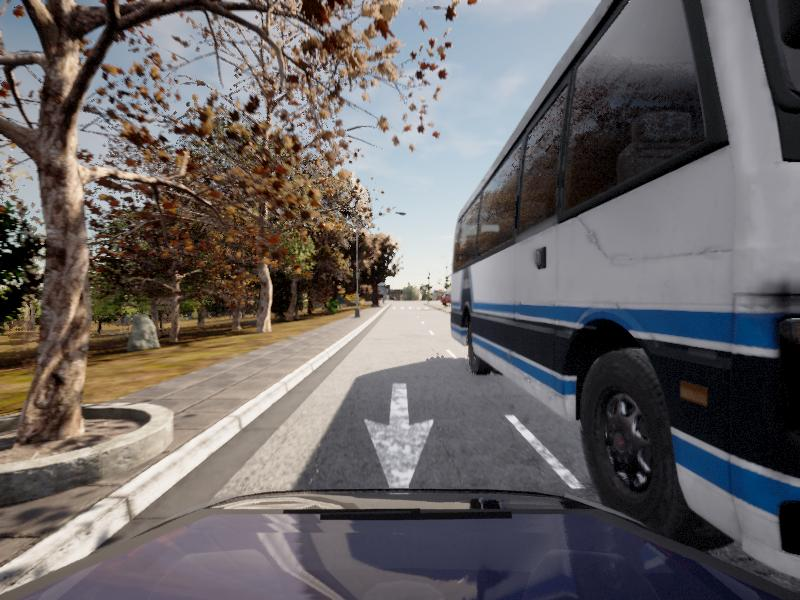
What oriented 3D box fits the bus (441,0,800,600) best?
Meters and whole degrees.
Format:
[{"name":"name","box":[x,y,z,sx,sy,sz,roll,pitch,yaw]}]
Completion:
[{"name":"bus","box":[3.122,-0.537,6.173,3.944,4.253,10.273,0,0,0]}]
